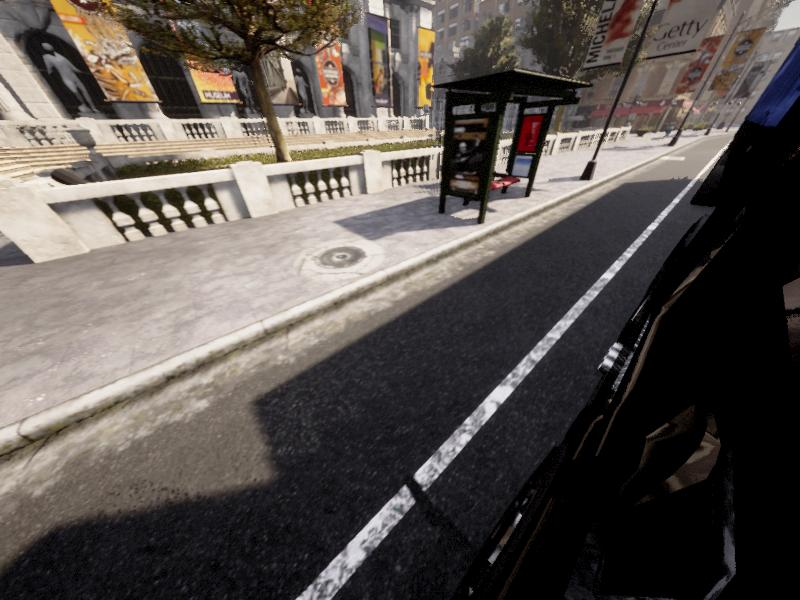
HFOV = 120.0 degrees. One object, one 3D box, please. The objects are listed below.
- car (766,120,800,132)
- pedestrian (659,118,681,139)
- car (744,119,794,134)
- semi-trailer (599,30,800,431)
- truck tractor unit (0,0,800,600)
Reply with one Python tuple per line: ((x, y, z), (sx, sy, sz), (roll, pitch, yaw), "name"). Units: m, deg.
((56.100, -24.938, 33.035), (4.718, 1.301, 1.895), (-8, 37, -7), "car")
((30.757, -19.475, 26.306), (0.751, 1.860, 0.751), (-21, 40, -23), "pedestrian")
((50.639, -23.820, 31.704), (4.674, 1.452, 2.002), (-14, 38, -15), "car")
((8.643, -3.621, 4.312), (14.254, 4.402, 2.717), (-29, 44, -31), "semi-trailer")
((2.645, -0.295, 0.351), (6.516, 4.208, 3.053), (-28, 44, -30), "truck tractor unit")
